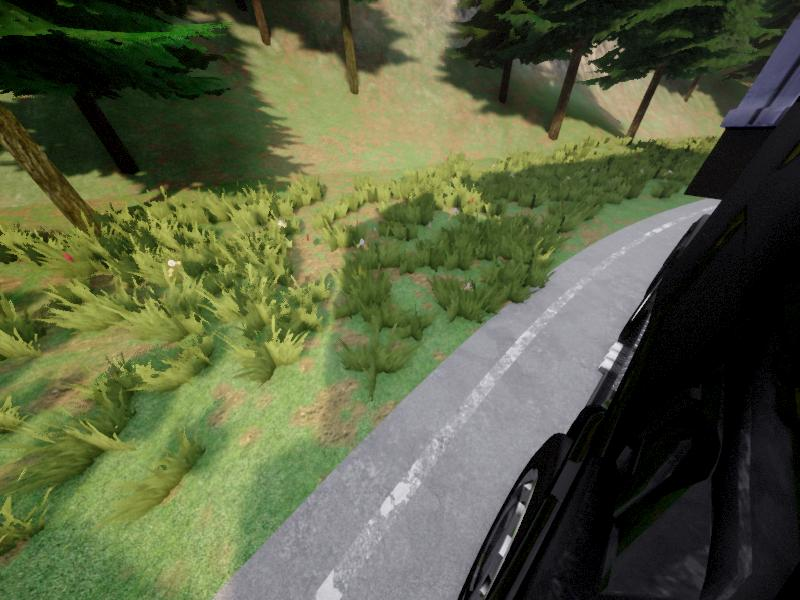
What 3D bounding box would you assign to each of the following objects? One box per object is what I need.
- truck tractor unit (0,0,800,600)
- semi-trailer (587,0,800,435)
[{"bbox_3d":[2.645,-0.295,0.351,6.516,4.208,3.053,-28,44,-30],"label":"truck tractor unit"},{"bbox_3d":[9.427,-2.972,3.334,14.254,4.402,2.717,-19,40,-20],"label":"semi-trailer"}]
